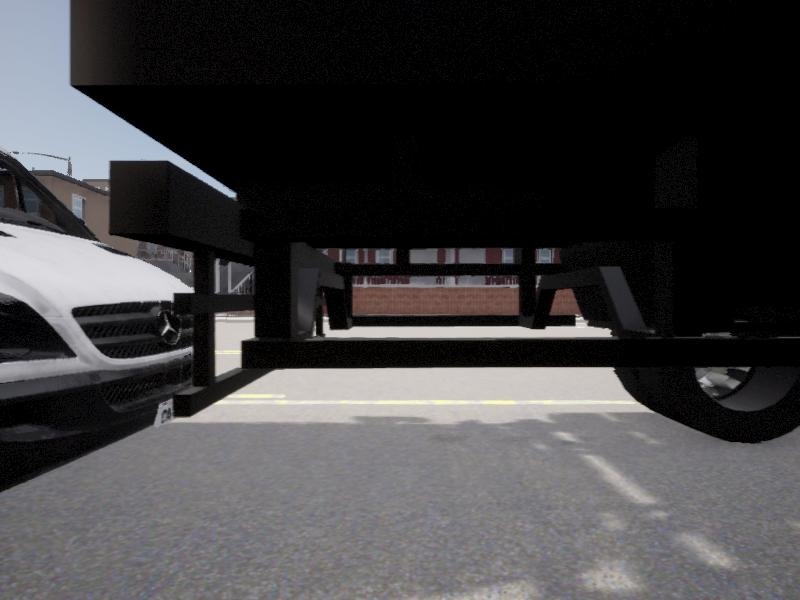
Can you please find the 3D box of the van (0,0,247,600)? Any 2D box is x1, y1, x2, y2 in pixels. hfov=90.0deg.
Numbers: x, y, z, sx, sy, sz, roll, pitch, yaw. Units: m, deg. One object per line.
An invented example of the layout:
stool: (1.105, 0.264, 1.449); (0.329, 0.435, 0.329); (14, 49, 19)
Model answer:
van: (-4.177, -0.285, 2.181); (5.915, 2.561, 1.988); (0, 0, 0)

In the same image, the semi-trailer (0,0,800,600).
semi-trailer: (6.222, -1.211, 2.199); (14.254, 4.402, 2.717); (0, 0, 0)
